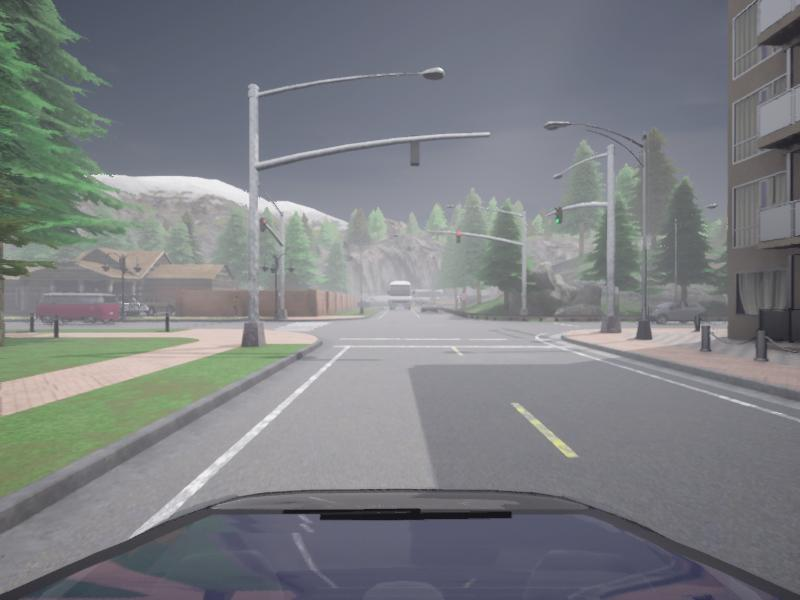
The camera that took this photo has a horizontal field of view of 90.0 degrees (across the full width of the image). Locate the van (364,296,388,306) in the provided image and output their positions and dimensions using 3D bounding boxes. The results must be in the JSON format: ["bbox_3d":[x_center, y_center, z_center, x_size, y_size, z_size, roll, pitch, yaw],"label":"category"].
[{"bbox_3d":[-5.904,0.199,99.703,5.915,2.561,1.988,0,0,-1],"label":"van"}]

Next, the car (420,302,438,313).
[{"bbox_3d":[3.524,0.883,49.571,1.895,1.301,4.718,0,0,0],"label":"car"}]

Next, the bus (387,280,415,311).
[{"bbox_3d":[0.151,-0.607,60.891,3.944,4.253,10.273,0,0,0],"label":"bus"}]

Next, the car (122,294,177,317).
[{"bbox_3d":[-21.503,0.460,34.542,1.932,1.855,4.605,0,0,-1],"label":"car"}]

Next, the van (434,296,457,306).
[{"bbox_3d":[11.745,0.195,103.467,5.915,2.561,1.988,0,0,-1],"label":"van"}]

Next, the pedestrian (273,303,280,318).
[{"bbox_3d":[-9.723,0.817,31.484,0.500,1.100,0.500,0,0,-8],"label":"pedestrian"}]

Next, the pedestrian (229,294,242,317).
[{"bbox_3d":[-13.149,0.437,31.951,0.751,1.860,0.751,0,0,-2],"label":"pedestrian"}]

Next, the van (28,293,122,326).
[{"bbox_3d":[-20.410,0.555,25.224,4.442,1.987,1.775,0,0,-1],"label":"van"}]

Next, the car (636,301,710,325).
[{"bbox_3d":[17.784,0.810,26.174,3.633,1.501,1.845,0,0,-1],"label":"car"}]

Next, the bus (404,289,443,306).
[{"bbox_3d":[6.213,-0.648,106.759,10.273,4.253,3.944,0,0,-1],"label":"bus"}]

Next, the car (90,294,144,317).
[{"bbox_3d":[-24.007,0.463,34.097,1.905,1.878,3.866,0,0,-1],"label":"car"}]
